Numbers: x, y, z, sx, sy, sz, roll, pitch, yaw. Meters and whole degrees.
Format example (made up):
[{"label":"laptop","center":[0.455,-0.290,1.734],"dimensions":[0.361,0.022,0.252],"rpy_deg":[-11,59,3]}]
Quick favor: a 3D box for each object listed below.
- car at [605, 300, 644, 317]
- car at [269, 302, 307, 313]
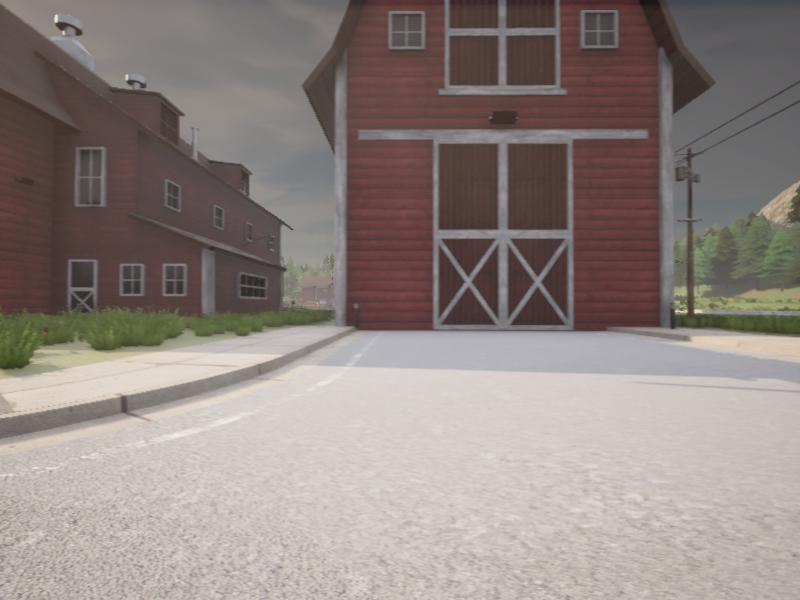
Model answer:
[{"label":"car","center":[23.268,0.867,41.671],"dimensions":[1.851,1.617,3.988],"rpy_deg":[0,-1,1]},{"label":"car","center":[-16.210,1.076,58.119],"dimensions":[4.792,1.488,2.163],"rpy_deg":[0,-1,0]}]
